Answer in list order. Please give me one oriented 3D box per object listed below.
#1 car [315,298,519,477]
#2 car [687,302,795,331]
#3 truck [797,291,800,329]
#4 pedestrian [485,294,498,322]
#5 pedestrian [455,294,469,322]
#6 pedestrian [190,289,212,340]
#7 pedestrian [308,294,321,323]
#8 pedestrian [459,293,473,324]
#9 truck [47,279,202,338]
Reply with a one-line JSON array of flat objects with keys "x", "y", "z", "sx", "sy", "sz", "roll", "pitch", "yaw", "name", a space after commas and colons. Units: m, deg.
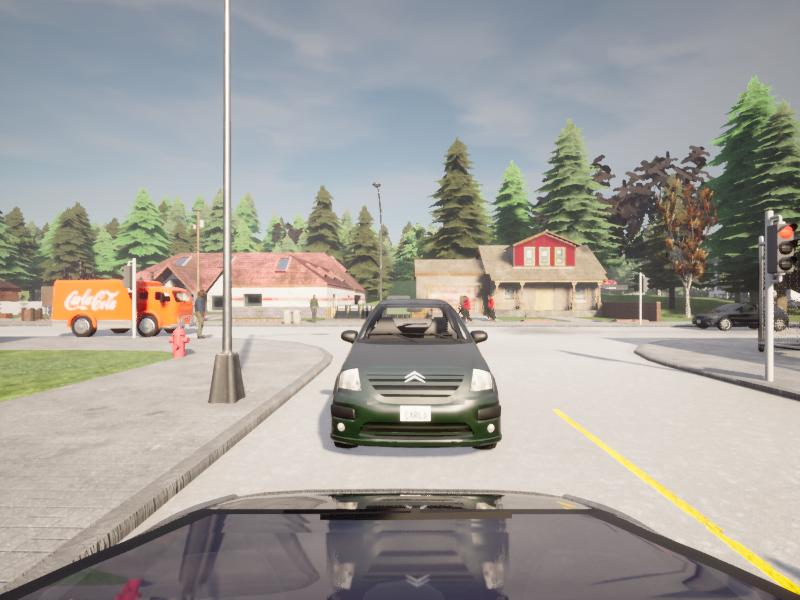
[{"x": 0.190, "y": 0.788, "z": 5.622, "sx": 1.851, "sy": 1.617, "sz": 3.988, "roll": 0, "pitch": 0, "yaw": 1, "name": "car"}, {"x": 18.033, "y": 0.854, "z": 21.315, "sx": 4.193, "sy": 1.474, "sz": 1.816, "roll": 0, "pitch": 0, "yaw": 1, "name": "car"}, {"x": 25.345, "y": 0.542, "z": 21.160, "sx": 6.274, "sy": 2.098, "sz": 2.390, "roll": 0, "pitch": 0, "yaw": 1, "name": "truck"}, {"x": 6.107, "y": 0.533, "z": 26.773, "sx": 0.751, "sy": 1.860, "sz": 0.751, "roll": 0, "pitch": 0, "yaw": 3, "name": "pedestrian"}, {"x": 4.129, "y": 0.533, "z": 26.534, "sx": 0.751, "sy": 1.860, "sz": 0.751, "roll": 0, "pitch": 0, "yaw": -5, "name": "pedestrian"}, {"x": -7.594, "y": 0.534, "z": 15.250, "sx": 0.751, "sy": 1.860, "sz": 0.751, "roll": 0, "pitch": 0, "yaw": -28, "name": "pedestrian"}, {"x": -5.507, "y": 0.533, "z": 25.747, "sx": 0.751, "sy": 1.860, "sz": 0.751, "roll": 0, "pitch": 0, "yaw": -13, "name": "pedestrian"}, {"x": 4.005, "y": 0.533, "z": 24.341, "sx": 0.751, "sy": 1.860, "sz": 0.751, "roll": 0, "pitch": 0, "yaw": -1, "name": "pedestrian"}, {"x": -12.129, "y": 0.355, "z": 17.970, "sx": 5.204, "sy": 2.467, "sz": 2.627, "roll": 0, "pitch": 0, "yaw": 1, "name": "truck"}]
